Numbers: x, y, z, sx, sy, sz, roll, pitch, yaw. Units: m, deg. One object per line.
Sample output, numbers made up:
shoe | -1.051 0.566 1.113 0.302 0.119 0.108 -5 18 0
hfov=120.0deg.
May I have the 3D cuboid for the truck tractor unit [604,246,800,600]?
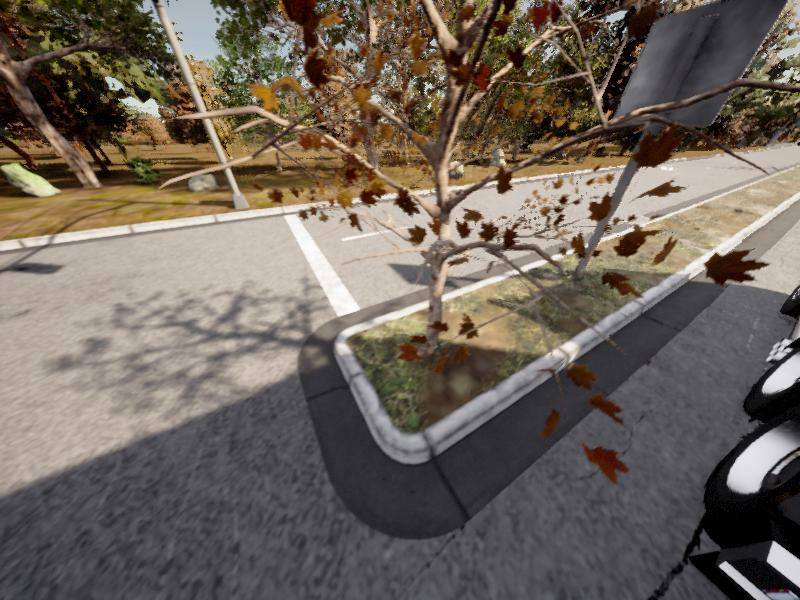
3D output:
truck tractor unit | 5.073 -0.343 0.786 6.516 4.208 3.053 -20 41 -25
